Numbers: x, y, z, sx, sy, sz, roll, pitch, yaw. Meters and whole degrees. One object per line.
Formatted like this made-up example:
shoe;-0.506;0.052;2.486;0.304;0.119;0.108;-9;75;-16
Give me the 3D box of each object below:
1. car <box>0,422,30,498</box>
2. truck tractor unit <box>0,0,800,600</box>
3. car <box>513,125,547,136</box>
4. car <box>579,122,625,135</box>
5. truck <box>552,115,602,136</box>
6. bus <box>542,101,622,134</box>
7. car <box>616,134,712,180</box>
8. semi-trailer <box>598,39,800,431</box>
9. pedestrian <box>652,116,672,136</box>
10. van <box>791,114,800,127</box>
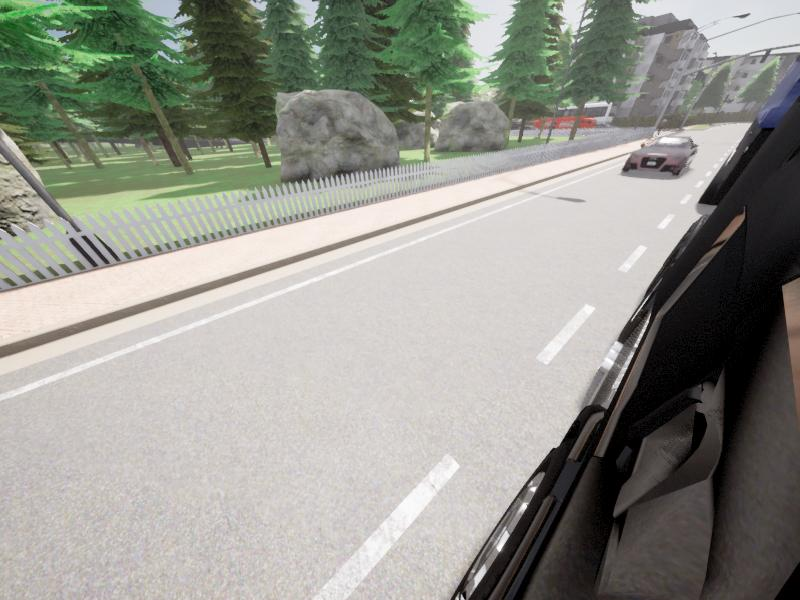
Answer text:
car;-4.472;1.839;0.128;3.988;1.617;1.851;-27;43;-29
truck tractor unit;2.645;-0.295;0.351;6.516;4.208;3.053;-28;44;-30
car;23.188;-30.317;41.425;1.837;1.490;4.892;-26;43;-28
car;31.962;-27.225;36.728;2.128;1.511;4.902;-26;43;-28
truck;27.675;-27.359;36.377;2.627;2.467;5.204;-26;43;-28
bus;33.426;-33.924;43.294;3.944;4.253;10.273;-26;43;-28
car;12.388;-6.829;10.841;4.181;1.385;1.994;-27;43;-29
semi-trailer;8.707;-3.602;4.216;14.254;4.402;2.717;-28;44;-30
pedestrian;31.170;-20.721;27.505;0.751;1.860;0.751;19;42;26
van;61.033;-27.116;33.985;6.366;2.431;2.351;-28;44;-30
